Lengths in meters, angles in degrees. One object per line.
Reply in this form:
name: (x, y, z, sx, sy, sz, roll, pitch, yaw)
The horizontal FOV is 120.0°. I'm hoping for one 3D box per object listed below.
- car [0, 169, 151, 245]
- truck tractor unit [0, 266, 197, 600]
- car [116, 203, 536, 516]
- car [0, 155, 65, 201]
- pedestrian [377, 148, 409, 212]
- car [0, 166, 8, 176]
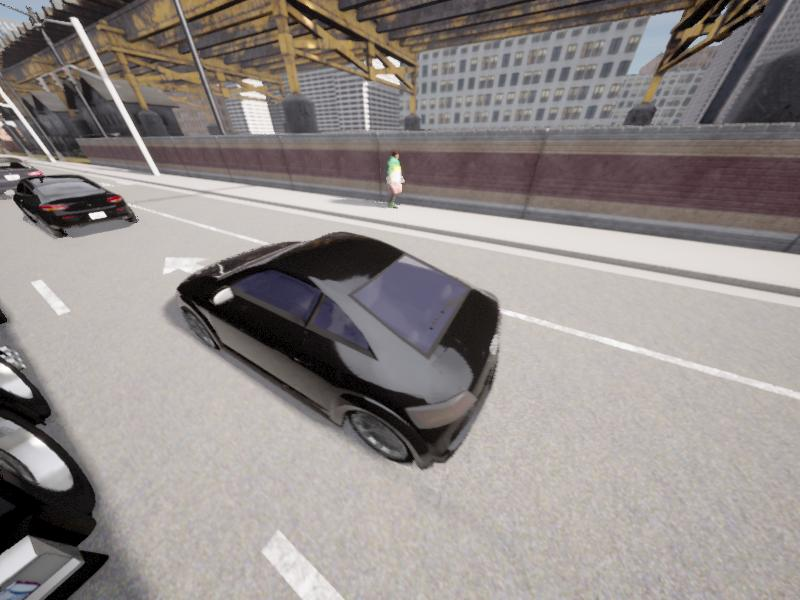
car: (-10.620, -3.200, 7.435, 4.674, 1.442, 1.812, 18, 39, 24)
truck tractor unit: (-5.114, -0.298, 0.775, 6.516, 4.208, 3.053, 18, 39, 24)
car: (-0.930, -0.048, 2.882, 4.181, 1.385, 1.994, 18, 39, 24)
car: (-20.408, -6.445, 11.991, 4.611, 1.667, 2.242, 18, 39, 24)
pedestrian: (-0.214, -4.192, 8.096, 0.751, 1.860, 0.751, 18, 39, 24)
car: (-35.513, -11.247, 19.169, 4.902, 1.511, 2.128, 18, 39, 24)
